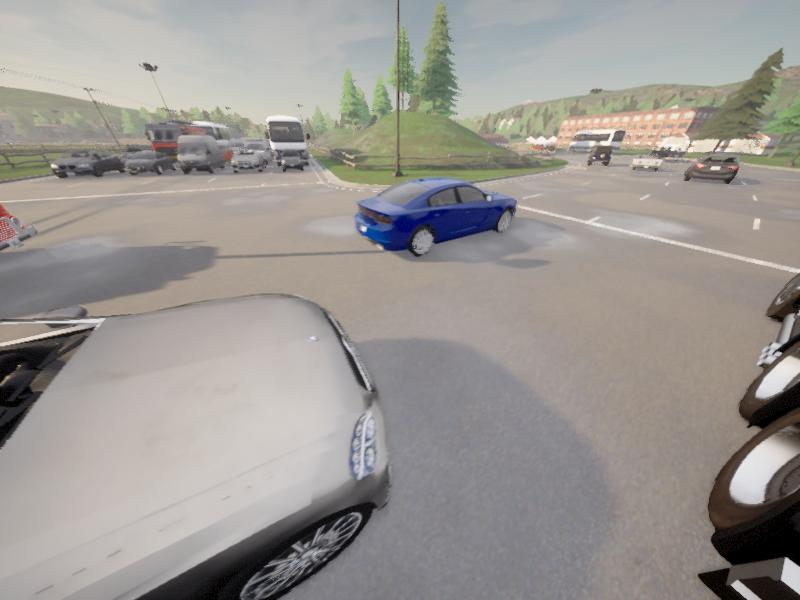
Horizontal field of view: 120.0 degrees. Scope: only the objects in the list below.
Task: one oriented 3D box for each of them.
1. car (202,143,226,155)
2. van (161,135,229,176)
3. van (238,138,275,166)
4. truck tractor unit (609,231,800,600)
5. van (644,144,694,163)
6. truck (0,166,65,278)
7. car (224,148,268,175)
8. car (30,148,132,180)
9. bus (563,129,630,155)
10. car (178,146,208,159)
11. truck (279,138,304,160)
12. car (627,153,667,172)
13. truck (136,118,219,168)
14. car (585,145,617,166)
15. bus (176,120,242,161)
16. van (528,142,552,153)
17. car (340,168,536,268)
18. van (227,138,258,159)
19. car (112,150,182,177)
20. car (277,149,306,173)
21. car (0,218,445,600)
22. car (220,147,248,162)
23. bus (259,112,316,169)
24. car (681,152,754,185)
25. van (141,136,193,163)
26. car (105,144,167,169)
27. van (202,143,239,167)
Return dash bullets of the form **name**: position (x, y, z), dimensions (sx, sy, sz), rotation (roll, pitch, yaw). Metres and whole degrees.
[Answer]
- **car**: position (-35.334, -28.818, 44.012), dimensions (2.242, 1.667, 4.611), rotation (-12, 36, -17)
- **van**: position (-16.655, -12.180, 19.311), dimensions (1.988, 2.561, 5.915), rotation (-12, 36, -17)
- **van**: position (-16.134, -16.996, 26.384), dimensions (2.351, 2.431, 6.366), rotation (-12, 36, -17)
- **truck tractor unit**: position (5.053, -0.351, 0.873), dimensions (6.516, 4.208, 3.053), rotation (-20, 40, -27)
- **van**: position (37.278, -20.515, 32.235), dimensions (2.069, 2.038, 4.480), rotation (10, 36, 11)
- **truck**: position (-10.719, -1.229, 3.571), dimensions (5.204, 2.467, 2.627), rotation (-17, 38, -23)
- **car**: position (-13.239, -12.280, 20.289), dimensions (2.152, 1.651, 5.027), rotation (-12, 36, -17)
- **car**: position (-22.998, -10.132, 17.061), dimensions (2.242, 1.667, 4.611), rotation (-12, 36, -17)
- **bus**: position (41.837, -34.102, 49.985), dimensions (3.944, 4.253, 10.273), rotation (-7, 35, -11)
- **car**: position (-31.111, -22.292, 34.862), dimensions (1.994, 1.385, 4.181), rotation (-12, 37, -17)
- **truck**: position (-15.739, -22.050, 33.666), dimensions (2.627, 2.467, 5.204), rotation (-12, 36, -17)
- **car**: position (24.536, -13.842, 23.132), dimensions (1.895, 1.301, 4.718), rotation (22, 40, 28)
- **truck**: position (-23.099, -16.820, 24.845), dimensions (2.891, 3.827, 8.468), rotation (-12, 36, -17)
- **car**: position (23.530, -17.033, 27.220), dimensions (1.905, 1.878, 3.866), rotation (19, 39, 24)
- **bus**: position (-27.097, -23.256, 33.752), dimensions (3.944, 4.253, 10.273), rotation (-12, 37, -17)
- **van**: position (33.303, -36.351, 55.129), dimensions (2.069, 2.038, 4.480), rotation (-12, 36, -17)
- **car**: position (1.193, -2.558, 6.406), dimensions (5.008, 1.535, 1.882), rotation (-21, 40, -27)
- **van**: position (-24.145, -23.480, 35.704), dimensions (2.351, 2.431, 6.366), rotation (-12, 36, -17)
- **car**: position (-19.922, -11.046, 18.563), dimensions (1.837, 1.490, 4.892), rotation (-12, 37, -17)
- **car**: position (-9.680, -12.526, 20.686), dimensions (1.851, 1.617, 3.988), rotation (-12, 36, -17)
- **car**: position (-2.550, 1.079, 1.039), dimensions (5.027, 1.651, 2.152), rotation (-18, 39, -25)
- **car**: position (-21.377, -18.889, 29.947), dimensions (1.812, 1.442, 4.674), rotation (-12, 36, -17)
- **bus**: position (-12.215, -17.663, 25.776), dimensions (3.944, 4.253, 10.273), rotation (-12, 36, -17)
- **car**: position (22.504, -9.610, 16.661), dimensions (2.242, 1.667, 4.611), rotation (29, 44, 34)
- **van**: position (-28.319, -18.542, 28.429), dimensions (1.988, 2.561, 5.915), rotation (-12, 36, -17)
- **car**: position (-25.612, -14.174, 22.708), dimensions (1.932, 1.855, 4.605), rotation (-12, 36, -17)
- **van**: position (-19.097, -15.653, 24.804), dimensions (1.775, 1.987, 4.442), rotation (-12, 36, -17)
